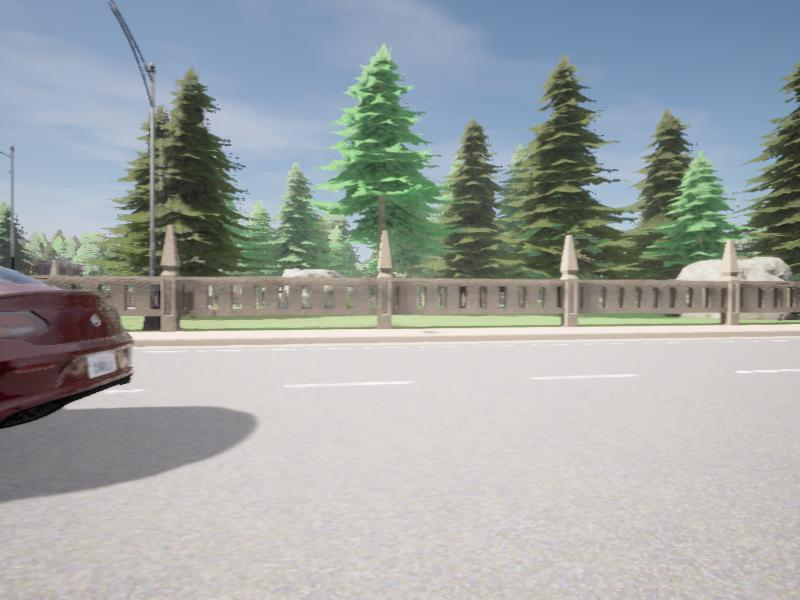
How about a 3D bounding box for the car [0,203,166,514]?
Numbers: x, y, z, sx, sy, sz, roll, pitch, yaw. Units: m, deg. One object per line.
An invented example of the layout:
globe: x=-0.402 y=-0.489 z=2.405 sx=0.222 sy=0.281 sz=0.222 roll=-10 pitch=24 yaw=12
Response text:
car: x=-4.291 y=0.272 z=2.376 sx=4.674 sy=1.442 sz=1.812 roll=0 pitch=0 yaw=-8
